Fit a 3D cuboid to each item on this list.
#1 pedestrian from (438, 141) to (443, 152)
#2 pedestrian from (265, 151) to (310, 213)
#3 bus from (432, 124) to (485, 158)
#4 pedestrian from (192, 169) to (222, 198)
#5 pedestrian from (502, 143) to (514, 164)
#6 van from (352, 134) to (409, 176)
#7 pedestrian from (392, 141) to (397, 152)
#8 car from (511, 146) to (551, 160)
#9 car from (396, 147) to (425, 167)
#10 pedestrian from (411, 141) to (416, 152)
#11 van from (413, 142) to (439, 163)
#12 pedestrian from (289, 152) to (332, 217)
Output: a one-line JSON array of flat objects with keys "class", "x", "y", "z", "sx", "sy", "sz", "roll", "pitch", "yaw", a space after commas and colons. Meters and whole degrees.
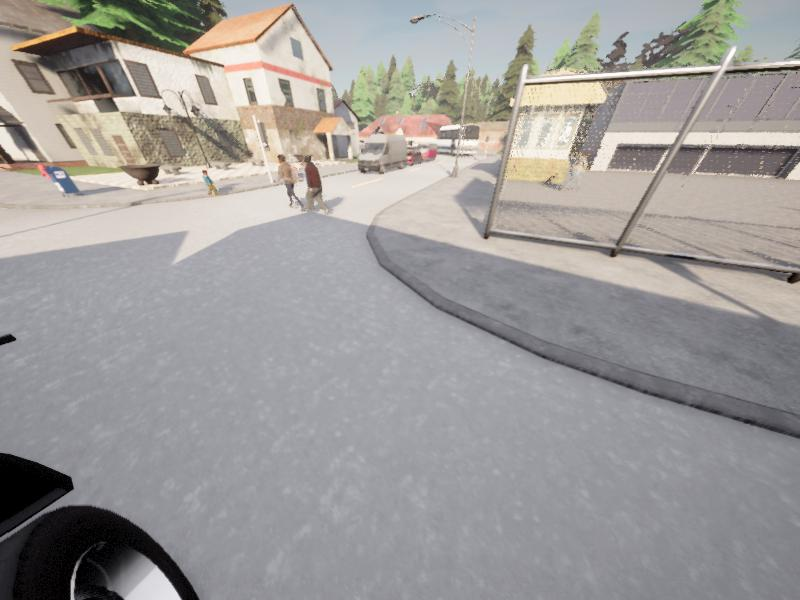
[{"class": "pedestrian", "x": 8.264, "y": -31.406, "z": 47.392, "sx": 0.751, "sy": 1.860, "sz": 0.751, "roll": 6, "pitch": 35, "yaw": 8}, {"class": "pedestrian", "x": -4.002, "y": -4.249, "z": 8.358, "sx": 0.751, "sy": 1.860, "sz": 0.751, "roll": 15, "pitch": 37, "yaw": 20}, {"class": "bus", "x": 9.412, "y": -27.071, "z": 39.303, "sx": 3.944, "sy": 4.253, "sz": 10.273, "roll": -9, "pitch": 36, "yaw": -13}, {"class": "pedestrian", "x": -8.583, "y": -5.204, "z": 10.301, "sx": 0.500, "sy": 1.100, "sz": 0.500, "roll": -4, "pitch": 35, "yaw": -6}, {"class": "pedestrian", "x": 12.030, "y": -16.355, "z": 25.796, "sx": 0.751, "sy": 1.860, "sz": 0.751, "roll": 15, "pitch": 37, "yaw": 19}, {"class": "van", "x": -1.351, "y": -12.189, "z": 19.259, "sx": 1.988, "sy": 2.561, "sz": 5.915, "roll": 15, "pitch": 37, "yaw": 19}, {"class": "pedestrian", "x": -1.232, "y": -32.537, "z": 48.880, "sx": 0.751, "sy": 1.860, "sz": 0.751, "roll": 15, "pitch": 37, "yaw": 20}, {"class": "car", "x": 19.622, "y": -22.262, "z": 34.942, "sx": 4.902, "sy": 1.511, "sz": 2.128, "roll": 13, "pitch": 37, "yaw": 17}, {"class": "car", "x": 1.142, "y": -15.233, "z": 24.533, "sx": 1.789, "sy": 1.549, "sz": 3.705, "roll": 14, "pitch": 37, "yaw": 18}, {"class": "pedestrian", "x": 2.771, "y": -31.912, "z": 48.040, "sx": 0.751, "sy": 1.860, "sz": 0.751, "roll": 14, "pitch": 37, "yaw": 18}, {"class": "van", "x": 3.275, "y": -18.288, "z": 28.577, "sx": 1.775, "sy": 1.987, "sz": 4.442, "roll": 13, "pitch": 37, "yaw": 18}, {"class": "pedestrian", "x": -3.033, "y": -3.978, "z": 7.982, "sx": 0.751, "sy": 1.860, "sz": 0.751, "roll": 15, "pitch": 37, "yaw": 19}]
